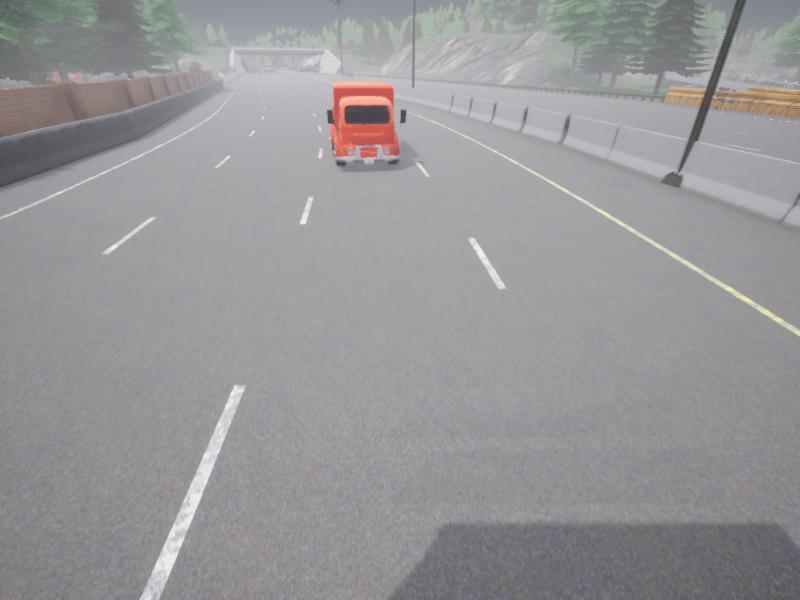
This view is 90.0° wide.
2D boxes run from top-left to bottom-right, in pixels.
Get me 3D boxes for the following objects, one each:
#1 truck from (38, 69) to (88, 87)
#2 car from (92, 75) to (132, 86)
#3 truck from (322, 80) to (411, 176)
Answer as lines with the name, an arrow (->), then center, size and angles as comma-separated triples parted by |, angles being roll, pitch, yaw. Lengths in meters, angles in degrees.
truck -> -55.841, -36.852, 66.415 | 5.204, 2.467, 2.627 | -9, 31, -14
car -> -49.131, -37.538, 68.367 | 4.856, 1.649, 2.033 | -9, 31, -14
truck -> -1.325, -6.496, 14.596 | 2.627, 2.467, 5.204 | -4, 32, -7
